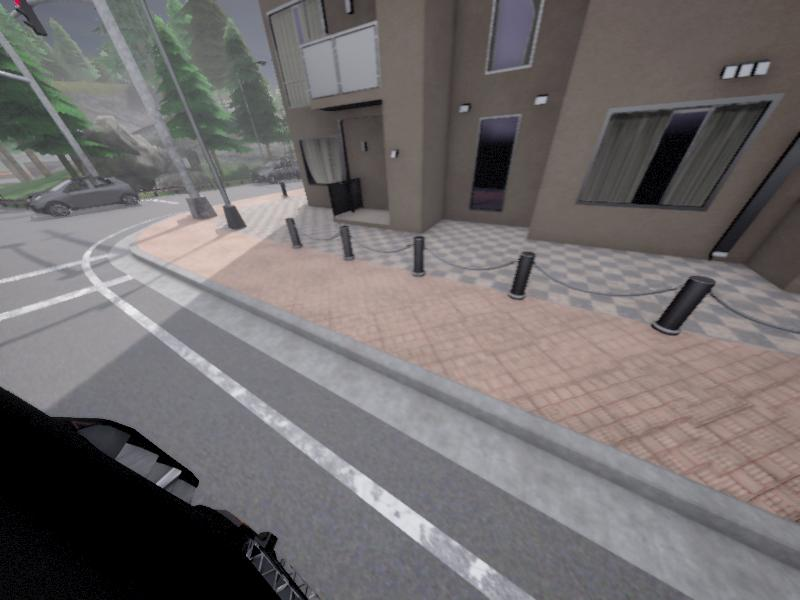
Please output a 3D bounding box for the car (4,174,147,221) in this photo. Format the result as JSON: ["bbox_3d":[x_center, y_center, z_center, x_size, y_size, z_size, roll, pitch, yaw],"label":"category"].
[{"bbox_3d":[-15.947,-5.303,11.650,1.845,1.501,3.633,15,37,25],"label":"car"}]

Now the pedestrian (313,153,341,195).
[{"bbox_3d":[-3.827,-6.669,12.216,0.751,1.860,0.751,15,37,24],"label":"pedestrian"}]

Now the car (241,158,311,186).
[{"bbox_3d":[-10.407,-11.065,19.803,2.242,1.667,4.611,16,38,25],"label":"car"}]
